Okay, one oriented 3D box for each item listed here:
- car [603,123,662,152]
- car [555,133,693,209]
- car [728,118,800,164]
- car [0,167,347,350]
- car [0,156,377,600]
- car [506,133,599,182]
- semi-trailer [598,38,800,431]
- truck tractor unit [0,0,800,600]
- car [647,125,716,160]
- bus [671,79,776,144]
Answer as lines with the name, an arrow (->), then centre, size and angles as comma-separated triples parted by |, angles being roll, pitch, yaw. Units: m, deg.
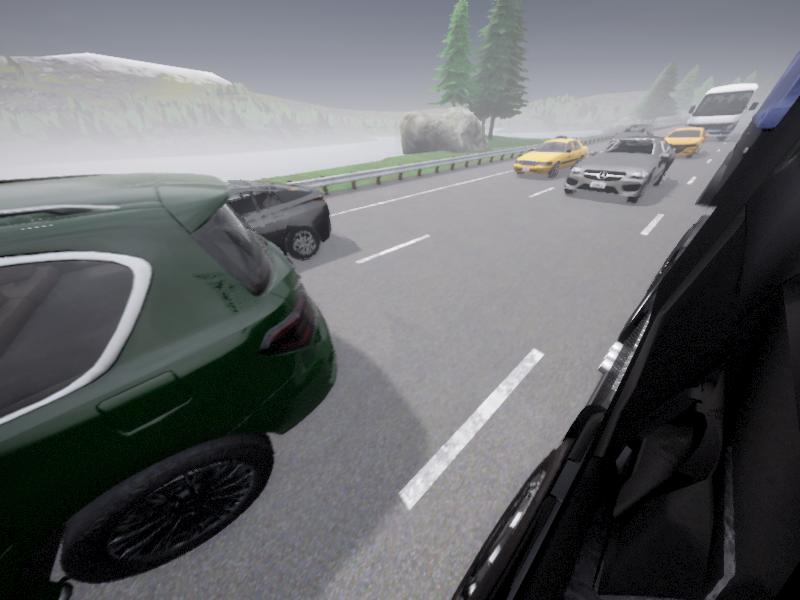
car -> 19.597, -13.744, 19.492 | 4.611, 1.667, 2.242 | -28, 44, -30
car -> 8.145, -4.886, 8.358 | 5.027, 1.651, 2.152 | -28, 43, -30
car -> 20.647, -8.898, 12.795 | 4.553, 1.767, 2.097 | -28, 43, -30
car -> -3.620, -1.298, 4.379 | 4.514, 1.525, 2.007 | -28, 43, -30
car -> -3.078, 0.927, 0.912 | 5.566, 2.045, 2.150 | -28, 43, -30
car -> 7.902, -7.466, 11.883 | 5.366, 1.575, 1.801 | -28, 43, -30
semi-trailer -> 8.689, -3.604, 4.247 | 14.254, 4.402, 2.717 | -28, 43, -30
truck tractor unit -> 2.645, -0.295, 0.351 | 6.516, 4.208, 3.053 | -28, 44, -30
car -> 18.365, -10.302, 15.051 | 5.008, 1.535, 1.882 | -28, 43, -30
bus -> 32.388, -18.806, 23.297 | 10.273, 4.253, 3.944 | -29, 44, -30
